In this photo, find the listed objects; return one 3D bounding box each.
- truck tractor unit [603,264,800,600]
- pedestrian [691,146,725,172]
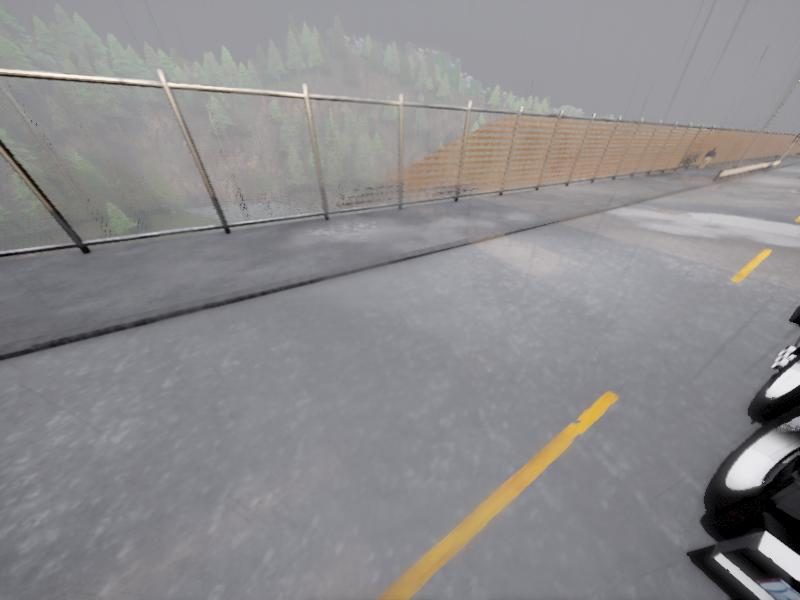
[{"bbox_3d":[5.109,-0.301,0.792,6.516,4.208,3.053,-18,39,-24],"label":"truck tractor unit"},{"bbox_3d":[25.654,-11.762,19.271,0.751,1.860,0.751,-17,39,-24],"label":"pedestrian"}]
